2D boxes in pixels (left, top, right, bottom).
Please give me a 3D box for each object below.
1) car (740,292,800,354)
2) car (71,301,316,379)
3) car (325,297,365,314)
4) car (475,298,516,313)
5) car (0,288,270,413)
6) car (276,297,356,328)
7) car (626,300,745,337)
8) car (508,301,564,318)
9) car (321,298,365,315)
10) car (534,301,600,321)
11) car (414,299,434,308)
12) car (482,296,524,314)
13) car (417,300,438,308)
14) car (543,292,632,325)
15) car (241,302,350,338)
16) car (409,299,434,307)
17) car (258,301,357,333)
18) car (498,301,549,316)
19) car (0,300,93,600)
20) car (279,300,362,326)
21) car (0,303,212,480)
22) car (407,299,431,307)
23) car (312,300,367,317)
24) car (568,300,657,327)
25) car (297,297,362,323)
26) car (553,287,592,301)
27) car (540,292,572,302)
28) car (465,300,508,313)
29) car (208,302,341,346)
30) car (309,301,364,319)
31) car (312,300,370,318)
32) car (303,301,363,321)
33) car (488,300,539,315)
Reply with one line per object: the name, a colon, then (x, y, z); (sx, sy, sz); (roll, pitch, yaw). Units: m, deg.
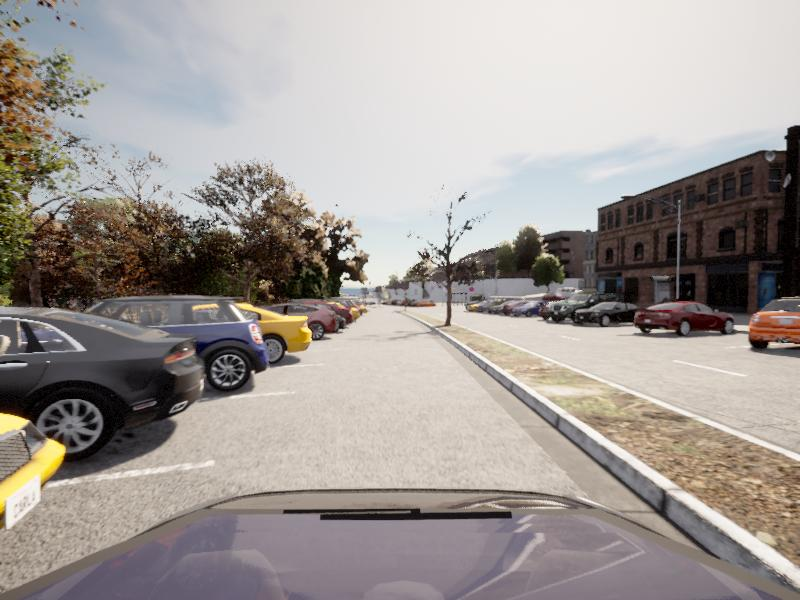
car: (13.328, 0.682, 12.530); (4.553, 1.767, 2.185); (1, 0, -21)
car: (-4.841, 0.836, 10.172); (5.008, 1.535, 2.097); (-1, 0, -20)
car: (-6.652, 0.637, 48.669); (4.442, 1.987, 1.878); (-1, 0, -25)
car: (11.647, 0.686, 48.748); (4.553, 1.767, 2.185); (1, 0, -25)
car: (-4.795, 0.708, 7.216); (4.553, 1.767, 2.185); (-1, 0, -20)
car: (-5.263, 0.721, 24.971); (4.553, 1.767, 2.185); (-1, 0, -22)
car: (13.237, 0.808, 18.576); (5.008, 1.535, 2.097); (1, 0, -22)
car: (12.484, 0.849, 36.683); (4.674, 1.452, 2.002); (1, 0, -24)
car: (-6.472, 0.736, 45.680); (4.553, 1.767, 2.185); (-1, 0, -24)
car: (12.804, 0.849, 30.654); (4.674, 1.452, 2.002); (1, 0, -23)
car: (5.741, 0.799, 95.191); (4.442, 1.987, 1.878); (0, 0, -30)
car: (11.759, 0.583, 45.674); (4.442, 1.987, 1.878); (1, 0, -25)
car: (6.324, 0.903, 92.271); (4.553, 1.767, 2.185); (0, 0, -30)
car: (12.923, 0.557, 27.616); (5.566, 2.045, 2.435); (1, 0, -23)
car: (-4.998, 0.871, 19.076); (4.792, 1.488, 2.163); (-1, 0, -21)
car: (5.286, 0.770, 98.196); (5.566, 2.045, 2.435); (1, 0, -30)
car: (-5.112, 0.844, 22.019); (5.008, 1.535, 2.097); (-1, 0, -22)
car: (12.287, 0.849, 39.701); (4.674, 1.452, 2.002); (1, 0, -24)
car: (-4.633, 0.825, 1.337); (5.366, 1.575, 1.946); (-1, 0, -20)
car: (-5.530, 0.848, 27.863); (5.366, 1.575, 1.946); (-1, 0, -22)
car: (-4.802, 0.833, 4.238); (4.892, 1.521, 2.231); (-1, 0, -20)
car: (4.789, 0.767, 101.192); (5.566, 2.045, 2.435); (0, 0, -30)
car: (-6.437, 0.859, 42.639); (5.366, 1.575, 1.946); (-1, 0, -24)
car: (13.068, 0.809, 24.612); (5.008, 1.535, 2.097); (1, 0, -22)
car: (-5.478, 0.725, 30.905); (4.553, 1.767, 2.185); (-1, 0, -23)
car: (28.917, -1.043, 67.327); (2.435, 2.045, 5.566); (-7, 4, -30)
car: (25.967, -0.464, 66.826); (2.002, 1.452, 4.674); (-7, 4, -30)
car: (11.187, 0.806, 51.665); (5.366, 1.575, 1.946); (1, 0, -25)
car: (-4.980, 0.870, 16.081); (4.792, 1.488, 2.163); (-1, 0, -21)
car: (-5.850, 0.895, 36.807); (4.674, 1.452, 2.002); (-1, 0, -23)
car: (-5.885, 0.852, 39.841); (5.366, 1.575, 1.946); (-1, 0, -24)
car: (-5.666, 0.893, 33.852); (4.674, 1.452, 2.002); (-1, 0, -23)
car: (12.092, 0.811, 42.713); (4.892, 1.521, 2.231); (1, 0, -24)
